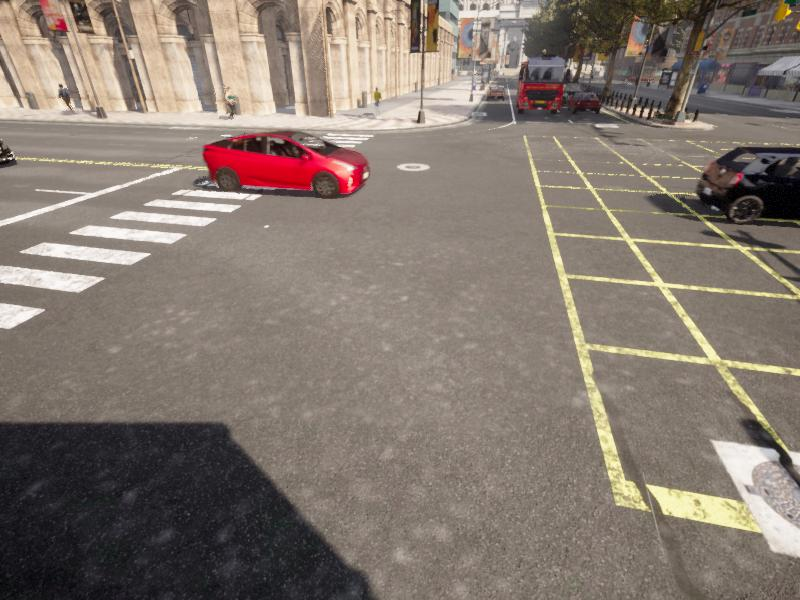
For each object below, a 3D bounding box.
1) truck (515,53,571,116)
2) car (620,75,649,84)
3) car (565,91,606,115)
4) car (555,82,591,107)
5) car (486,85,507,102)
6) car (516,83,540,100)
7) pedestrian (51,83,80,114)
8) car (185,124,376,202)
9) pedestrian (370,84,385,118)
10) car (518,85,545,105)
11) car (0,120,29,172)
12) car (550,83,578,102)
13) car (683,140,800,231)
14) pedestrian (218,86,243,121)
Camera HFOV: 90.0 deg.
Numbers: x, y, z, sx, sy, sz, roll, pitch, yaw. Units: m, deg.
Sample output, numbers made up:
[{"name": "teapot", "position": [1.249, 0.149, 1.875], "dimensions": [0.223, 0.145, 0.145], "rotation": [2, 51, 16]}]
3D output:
[{"name": "truck", "position": [10.813, -16.895, 31.169], "dimensions": [2.891, 3.827, 8.468], "rotation": [6, 31, 11]}, {"name": "car", "position": [48.934, -46.101, 83.539], "dimensions": [4.792, 1.488, 2.163], "rotation": [10, 32, 17]}, {"name": "car", "position": [14.102, -15.122, 30.644], "dimensions": [1.895, 1.301, 4.718], "rotation": [6, 31, 11]}, {"name": "car", "position": [15.615, -18.742, 36.350], "dimensions": [2.097, 1.767, 4.553], "rotation": [6, 31, 11]}, {"name": "car", "position": [9.978, -21.411, 41.401], "dimensions": [1.895, 1.301, 4.718], "rotation": [6, 31, 11]}, {"name": "car", "position": [13.929, -22.862, 43.827], "dimensions": [1.994, 1.385, 4.181], "rotation": [6, 31, 10]}, {"name": "pedestrian", "position": [-23.188, -13.993, 27.778], "dimensions": [0.751, 1.860, 0.751], "rotation": [15, 33, 24]}, {"name": "car", "position": [-3.140, -3.902, 11.187], "dimensions": [4.514, 1.525, 2.007], "rotation": [6, 31, 10]}, {"name": "pedestrian", "position": [-1.440, -12.789, 25.728], "dimensions": [0.751, 1.860, 0.751], "rotation": [6, 31, 10]}, {"name": "car", "position": [12.493, -19.655, 38.226], "dimensions": [1.970, 1.475, 3.806], "rotation": [6, 31, 11]}, {"name": "car", "position": [-15.824, -5.281, 13.568], "dimensions": [4.892, 1.490, 1.837], "rotation": [7, 31, 10]}, {"name": "car", "position": [16.913, -21.521, 41.425], "dimensions": [1.970, 1.475, 3.806], "rotation": [7, 31, 11]}, {"name": "car", "position": [8.936, -2.559, 8.894], "dimensions": [3.633, 1.501, 1.845], "rotation": [6, 31, 11]}, {"name": "pedestrian", "position": [-10.229, -11.902, 24.204], "dimensions": [0.751, 1.860, 0.751], "rotation": [11, 32, 18]}]
